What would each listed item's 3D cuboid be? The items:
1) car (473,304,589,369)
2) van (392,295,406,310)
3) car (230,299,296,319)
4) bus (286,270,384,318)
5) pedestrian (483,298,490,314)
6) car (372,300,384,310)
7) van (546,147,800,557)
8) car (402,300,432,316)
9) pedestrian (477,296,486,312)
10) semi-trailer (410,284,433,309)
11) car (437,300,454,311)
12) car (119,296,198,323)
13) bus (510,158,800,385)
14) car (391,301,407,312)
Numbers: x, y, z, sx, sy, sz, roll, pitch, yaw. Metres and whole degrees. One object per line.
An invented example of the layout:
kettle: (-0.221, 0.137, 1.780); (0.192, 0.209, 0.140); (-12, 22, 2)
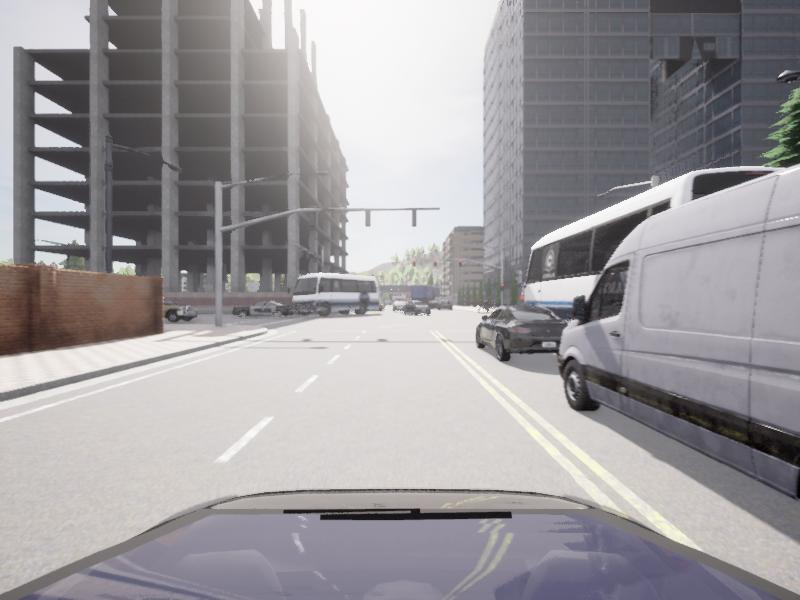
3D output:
car: (3.470, 0.872, 11.616); (1.812, 1.442, 4.674); (0, 0, 0)
van: (-0.120, 0.390, 68.980); (2.351, 2.431, 6.366); (0, 0, 0)
car: (-12.184, 0.777, 35.721); (5.238, 1.638, 1.930); (0, 0, 1)
bus: (-6.319, -0.528, 41.432); (3.944, 4.253, 10.273); (-3, -1, 34)
pedestrian: (10.151, 0.646, 46.759); (0.751, 1.860, 0.751); (0, 0, 11)
car: (-3.616, 0.813, 66.990); (1.801, 1.575, 5.366); (0, 0, 0)
van: (3.494, 0.324, 3.860); (1.988, 2.561, 5.915); (0, 0, 0)
car: (1.694, 0.820, 41.490); (1.789, 1.549, 3.705); (0, 0, -22)
pedestrian: (9.871, 0.493, 48.319); (0.751, 1.860, 0.751); (0, 0, -26)
semi-trailer: (4.455, -0.603, 78.160); (2.717, 4.402, 14.254); (0, 0, 10)
car: (7.233, 0.775, 64.396); (2.242, 1.667, 4.611); (0, 0, 1)
car: (-17.281, 0.658, 28.770); (4.605, 1.855, 1.932); (0, 0, 2)
bus: (6.852, -0.531, 12.639); (3.944, 4.253, 10.273); (0, 0, 0)
car: (-0.096, 0.846, 54.559); (2.128, 1.511, 4.902); (0, 0, 0)
